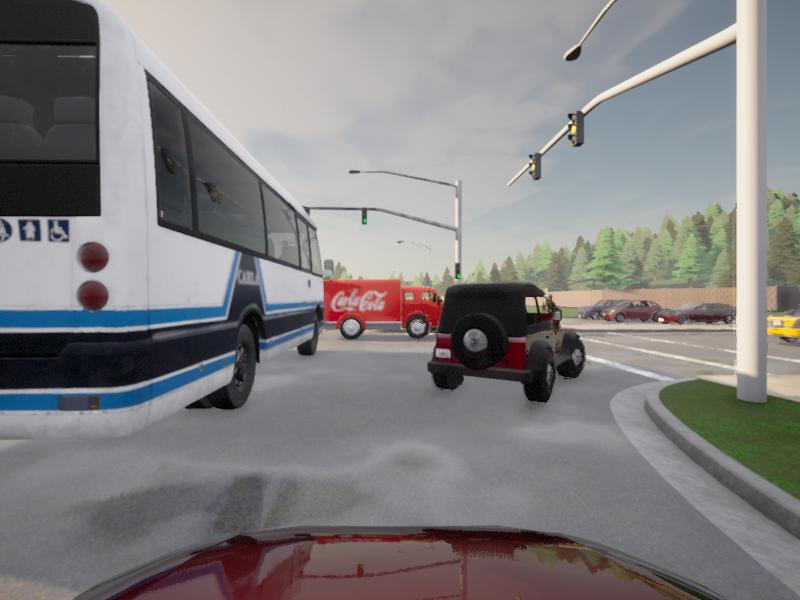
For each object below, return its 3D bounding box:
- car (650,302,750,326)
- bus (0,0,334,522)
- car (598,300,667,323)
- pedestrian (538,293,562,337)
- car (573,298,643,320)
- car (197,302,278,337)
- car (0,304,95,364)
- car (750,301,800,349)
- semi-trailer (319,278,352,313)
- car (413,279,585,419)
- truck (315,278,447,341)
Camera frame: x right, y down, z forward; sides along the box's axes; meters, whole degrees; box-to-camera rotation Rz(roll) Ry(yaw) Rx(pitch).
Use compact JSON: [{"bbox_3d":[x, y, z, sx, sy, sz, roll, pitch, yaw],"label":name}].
[{"bbox_3d":[19.113,0.870,25.639,4.792,1.488,2.163,0,0,-1],"label":"car"},{"bbox_3d":[-3.985,-0.525,8.026,3.944,4.253,10.273,0,0,-2],"label":"bus"},{"bbox_3d":[16.816,0.809,29.096,3.988,1.617,1.851,0,0,-1],"label":"car"},{"bbox_3d":[6.526,0.650,17.447,0.751,1.860,0.751,0,0,-3],"label":"pedestrian"},{"bbox_3d":[16.866,0.718,32.594,4.553,1.767,2.097,0,0,-1],"label":"car"},{"bbox_3d":[-7.722,0.850,19.648,2.128,1.511,4.902,0,0,-2],"label":"car"},{"bbox_3d":[-10.968,0.862,11.230,1.970,1.475,3.806,0,0,-2],"label":"car"},{"bbox_3d":[15.765,0.812,14.069,5.366,1.575,1.801,0,0,-1],"label":"car"},{"bbox_3d":[-8.851,-0.578,56.821,2.717,4.402,14.254,0,0,-2],"label":"semi-trailer"},{"bbox_3d":[2.081,0.653,7.493,1.905,1.878,3.866,0,0,34],"label":"car"},{"bbox_3d":[-0.768,0.375,17.241,5.204,2.467,2.627,0,0,-1],"label":"truck"}]
